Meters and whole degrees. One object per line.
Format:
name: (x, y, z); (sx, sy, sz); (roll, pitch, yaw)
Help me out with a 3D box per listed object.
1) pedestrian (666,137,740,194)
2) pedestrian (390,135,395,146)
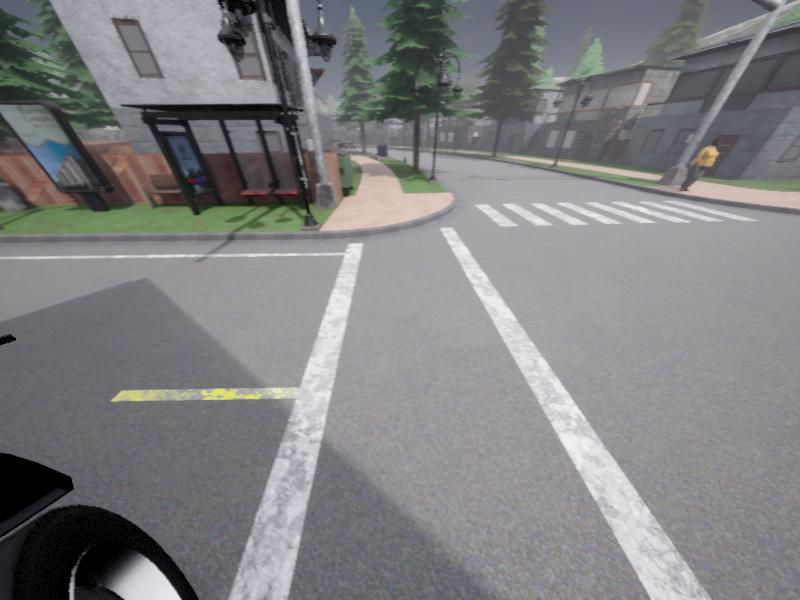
pedestrian: (11.826, -5.289, 9.120); (0.751, 1.860, 0.751); (-6, 36, -8)
pedestrian: (-1.524, -31.202, 45.216); (0.751, 1.860, 0.751); (-6, 36, -8)
